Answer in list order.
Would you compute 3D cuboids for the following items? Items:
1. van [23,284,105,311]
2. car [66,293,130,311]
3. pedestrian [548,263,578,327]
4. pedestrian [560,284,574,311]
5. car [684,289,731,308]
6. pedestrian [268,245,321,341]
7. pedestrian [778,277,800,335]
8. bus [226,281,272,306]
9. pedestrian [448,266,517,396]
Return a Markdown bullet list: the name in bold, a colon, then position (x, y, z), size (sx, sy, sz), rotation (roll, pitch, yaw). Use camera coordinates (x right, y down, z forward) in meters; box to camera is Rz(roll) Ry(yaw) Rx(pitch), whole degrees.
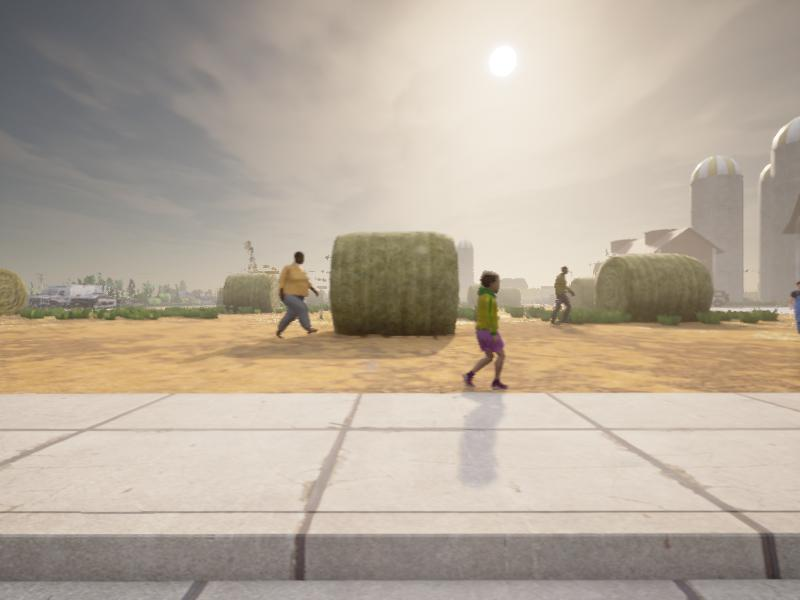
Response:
- **van**: position (-32.101, -0.230, 38.600), size (2.351, 2.431, 6.366), rotation (0, 0, 3)
- **car**: position (-28.616, 0.160, 38.180), size (1.930, 1.638, 5.238), rotation (0, 0, 3)
- **pedestrian**: position (4.972, -0.146, 12.218), size (0.751, 1.860, 0.751), rotation (0, 0, 30)
- **pedestrian**: position (11.523, -0.153, 27.569), size (0.751, 1.860, 0.751), rotation (0, 0, 35)
- **car**: position (34.461, -0.167, 44.839), size (1.905, 1.878, 3.866), rotation (-8, 4, -43)
- **pedestrian**: position (-2.152, -0.130, 8.231), size (0.751, 1.860, 0.751), rotation (0, 0, 23)
- **pedestrian**: position (9.254, 0.131, 9.213), size (0.751, 1.300, 0.751), rotation (0, 0, 41)
- **bus**: position (-27.113, -1.150, 72.641), size (3.944, 4.253, 10.273), rotation (0, 0, 3)
- **pedestrian**: position (0.736, 0.262, 3.671), size (0.500, 1.100, 0.500), rotation (0, 0, -6)
